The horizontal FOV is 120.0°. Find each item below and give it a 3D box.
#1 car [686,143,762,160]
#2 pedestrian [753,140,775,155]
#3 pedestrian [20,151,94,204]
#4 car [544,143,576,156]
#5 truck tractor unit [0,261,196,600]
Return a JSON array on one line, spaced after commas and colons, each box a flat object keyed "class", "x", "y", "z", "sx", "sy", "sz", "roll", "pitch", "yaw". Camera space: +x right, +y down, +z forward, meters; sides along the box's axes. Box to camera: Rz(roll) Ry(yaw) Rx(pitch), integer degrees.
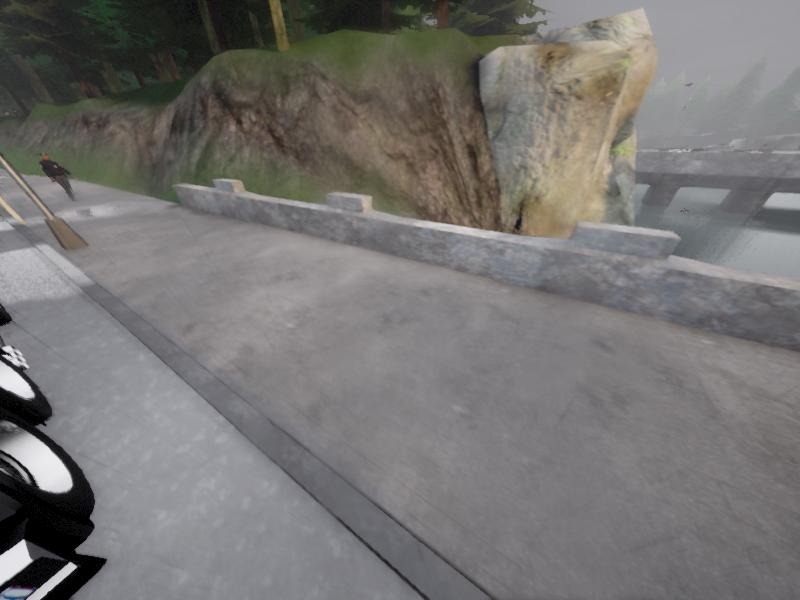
[{"class": "car", "x": 41.530, "y": -19.268, "z": 29.900, "sx": 5.238, "sy": 1.638, "sz": 1.930, "roll": 18, "pitch": 39, "yaw": 25}, {"class": "pedestrian", "x": 52.293, "y": -21.924, "z": 33.203, "sx": 0.751, "sy": 1.860, "sz": 0.751, "roll": 19, "pitch": 39, "yaw": 26}, {"class": "pedestrian", "x": -14.141, "y": -5.080, "z": 9.593, "sx": 0.751, "sy": 1.860, "sz": 0.751, "roll": 13, "pitch": 37, "yaw": 18}, {"class": "car", "x": 25.874, "y": -24.396, "z": 37.450, "sx": 3.988, "sy": 1.617, "sz": 1.851, "roll": 18, "pitch": 39, "yaw": 25}, {"class": "truck tractor unit", "x": -5.110, "y": -0.300, "z": 0.796, "sx": 6.516, "sy": 4.208, "sz": 3.053, "roll": 18, "pitch": 39, "yaw": 25}]
